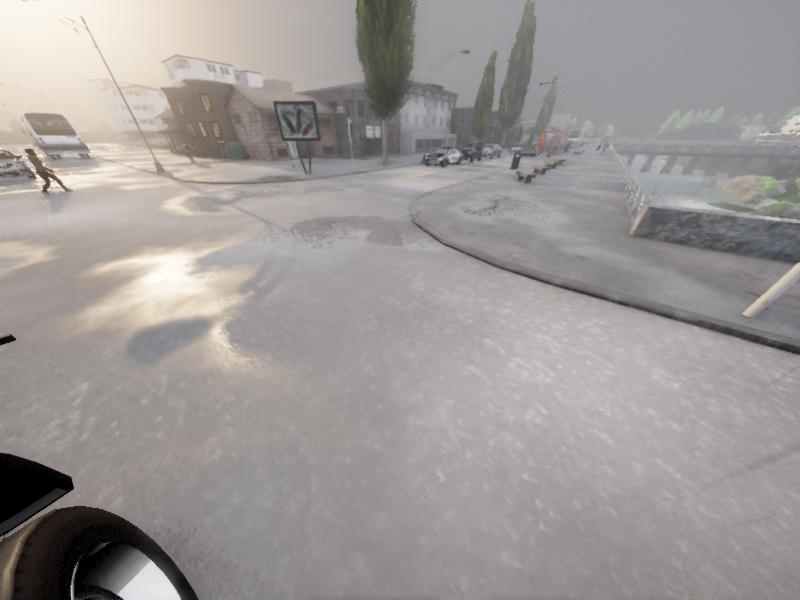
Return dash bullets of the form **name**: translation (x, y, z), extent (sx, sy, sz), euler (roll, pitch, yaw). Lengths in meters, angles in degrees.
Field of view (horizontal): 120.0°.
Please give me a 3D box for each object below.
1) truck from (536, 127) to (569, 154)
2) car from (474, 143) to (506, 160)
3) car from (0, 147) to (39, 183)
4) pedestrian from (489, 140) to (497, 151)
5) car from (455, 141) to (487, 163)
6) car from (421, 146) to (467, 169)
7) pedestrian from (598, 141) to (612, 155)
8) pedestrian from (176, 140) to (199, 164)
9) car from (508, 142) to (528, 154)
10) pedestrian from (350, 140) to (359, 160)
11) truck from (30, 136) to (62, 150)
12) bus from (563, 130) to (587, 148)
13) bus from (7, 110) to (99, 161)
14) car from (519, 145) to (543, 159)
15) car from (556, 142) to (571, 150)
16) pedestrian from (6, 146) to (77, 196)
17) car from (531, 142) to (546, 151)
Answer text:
- **truck**: translation (28.150, -29.385, 42.536), extent (2.891, 3.827, 8.468), euler (23, 41, 29)
- **car**: translation (11.974, -19.819, 30.735), extent (2.152, 1.651, 5.027), euler (23, 41, 29)
- **car**: translation (-24.476, -8.341, 14.156), extent (3.988, 1.617, 1.851), euler (23, 41, 29)
- **pedestrian**: translation (18.214, -30.262, 45.181), extent (0.751, 1.860, 0.751), euler (-27, 43, -33)
- **car**: translation (8.121, -16.935, 26.376), extent (1.905, 1.878, 3.866), euler (23, 41, 29)
- **car**: translation (4.279, -13.784, 22.184), extent (2.038, 1.542, 4.974), euler (24, 41, 29)
- **pedestrian**: translation (32.308, -23.978, 36.378), extent (0.751, 1.860, 0.751), euler (-22, 41, -28)
- **pedestrian**: translation (-19.359, -13.511, 21.079), extent (0.751, 1.860, 0.751), euler (25, 42, 31)
- **car**: translation (20.774, -26.645, 40.510), extent (1.851, 1.617, 3.988), euler (23, 41, 29)
- **pedestrian**: translation (-5.106, -16.746, 25.828), extent (0.751, 1.860, 0.751), euler (-6, 36, -10)
- **truck**: translation (-67.423, -29.915, 43.996), extent (6.274, 2.098, 2.390), euler (23, 41, 29)
- **bus**: translation (54.131, -49.825, 71.384), extent (3.944, 4.253, 10.273), euler (23, 41, 29)
- **bus**: translation (-40.941, -19.321, 27.310), extent (10.273, 4.253, 3.944), euler (23, 41, 29)
- **car**: translation (18.532, -20.970, 32.550), extent (1.816, 1.474, 4.193), euler (23, 41, 29)
- **car**: translation (39.782, -37.497, 56.084), extent (2.038, 1.542, 4.974), euler (23, 41, 29)
- **pedestrian**: translation (-15.663, -5.676, 10.183), extent (0.751, 1.860, 0.751), euler (-24, 42, -31)
- **car**: translation (31.163, -34.668, 52.050), extent (1.851, 1.617, 3.988), euler (23, 41, 29)
